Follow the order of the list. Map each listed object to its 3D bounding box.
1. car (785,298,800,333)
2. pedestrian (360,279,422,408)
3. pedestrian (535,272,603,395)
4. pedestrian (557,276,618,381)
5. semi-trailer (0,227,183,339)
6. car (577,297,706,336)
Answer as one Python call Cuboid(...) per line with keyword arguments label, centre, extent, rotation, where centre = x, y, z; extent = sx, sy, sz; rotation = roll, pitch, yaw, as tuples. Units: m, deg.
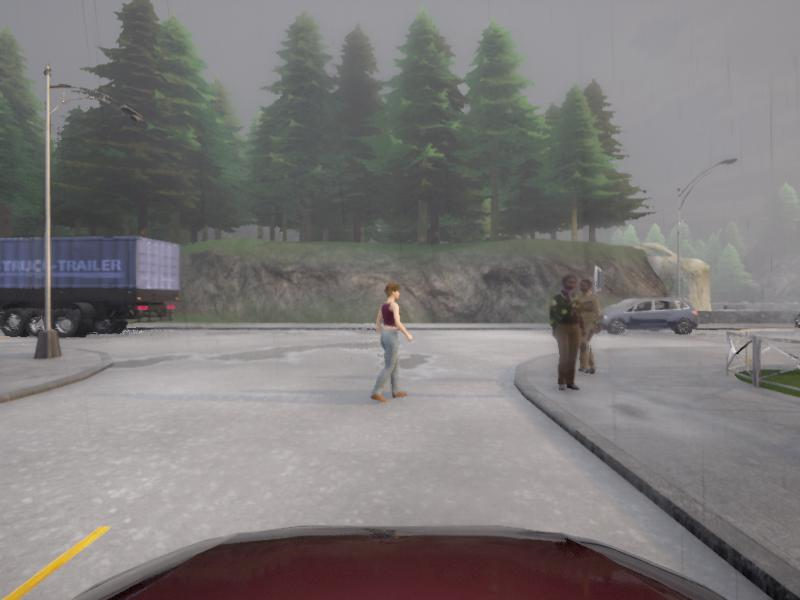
Cuboid(label="car", centre=(21.207, 0.741, 18.468), extent=(4.856, 1.649, 2.033), rotation=(0, 0, 0))
Cuboid(label="pedestrian", centre=(-0.155, 0.625, 6.242), extent=(0.751, 1.860, 0.751), rotation=(0, 0, -24))
Cuboid(label="pedestrian", centre=(2.684, 0.503, 6.410), extent=(0.751, 1.860, 0.751), rotation=(0, 0, -3))
Cuboid(label="pedestrian", centre=(3.568, 0.509, 7.647), extent=(0.751, 1.860, 0.751), rotation=(0, 0, -28))
Cuboid(label="semi-trailer", centre=(-17.207, -0.657, 17.969), extent=(14.254, 4.402, 2.717), rotation=(0, 0, 8))
Cuboid(label="car", centre=(11.013, 0.718, 18.546), extent=(4.611, 1.667, 2.242), rotation=(0, 0, 0))
